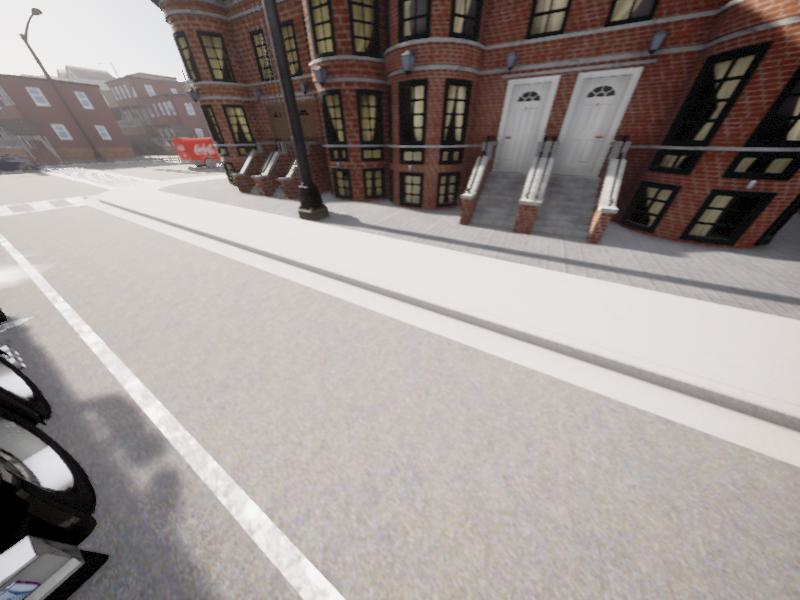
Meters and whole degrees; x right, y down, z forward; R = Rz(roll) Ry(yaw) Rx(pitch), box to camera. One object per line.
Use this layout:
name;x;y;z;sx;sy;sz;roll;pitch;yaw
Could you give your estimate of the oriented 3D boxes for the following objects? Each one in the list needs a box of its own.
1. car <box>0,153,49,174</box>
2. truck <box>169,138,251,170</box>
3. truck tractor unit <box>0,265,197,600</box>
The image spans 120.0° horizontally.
car;-34.769;-11.854;20.116;4.181;1.385;1.994;-24;42;-30
truck;-18.701;-14.739;23.165;2.627;2.467;5.204;18;39;26
truck tractor unit;-5.113;-0.300;0.773;6.516;4.208;3.053;18;39;24
